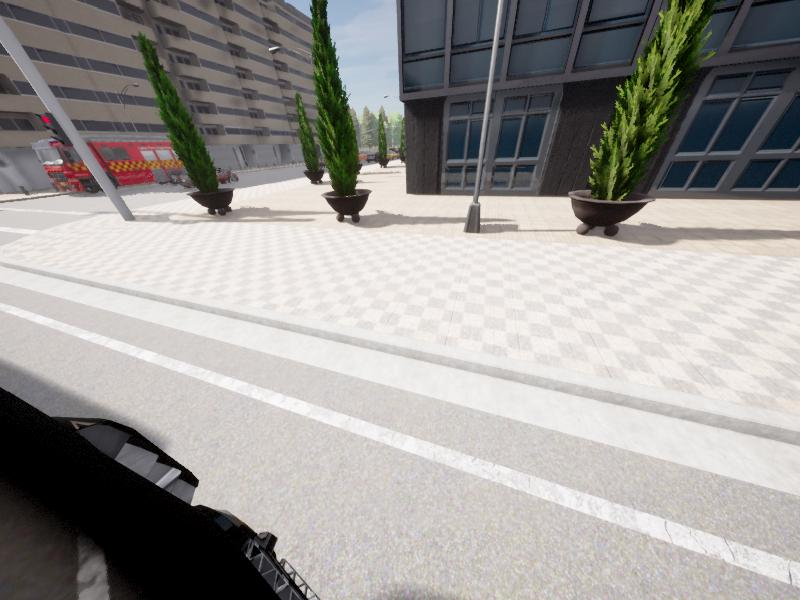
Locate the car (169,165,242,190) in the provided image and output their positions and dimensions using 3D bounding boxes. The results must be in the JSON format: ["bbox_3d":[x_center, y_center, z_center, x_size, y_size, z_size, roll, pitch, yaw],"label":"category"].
[{"bbox_3d":[-16.067,-10.352,19.400,1.994,1.385,4.181,9,35,17],"label":"car"}]

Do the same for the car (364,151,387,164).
[{"bbox_3d":[-4.024,-24.211,39.158,2.007,1.525,4.514,9,35,17],"label":"car"}]

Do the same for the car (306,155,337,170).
[{"bbox_3d":[-10.774,-19.084,32.017,1.970,1.475,3.806,9,35,17],"label":"car"}]

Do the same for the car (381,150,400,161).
[{"bbox_3d":[-1.700,-28.038,44.682,1.801,1.575,5.366,9,35,17],"label":"car"}]

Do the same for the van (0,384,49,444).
[{"bbox_3d":[-6.108,0.533,1.814,4.442,1.987,1.775,9,35,17],"label":"van"}]

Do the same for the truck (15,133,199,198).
[{"bbox_3d":[-23.210,-11.552,19.536,2.891,3.827,8.468,9,35,17],"label":"truck"}]
